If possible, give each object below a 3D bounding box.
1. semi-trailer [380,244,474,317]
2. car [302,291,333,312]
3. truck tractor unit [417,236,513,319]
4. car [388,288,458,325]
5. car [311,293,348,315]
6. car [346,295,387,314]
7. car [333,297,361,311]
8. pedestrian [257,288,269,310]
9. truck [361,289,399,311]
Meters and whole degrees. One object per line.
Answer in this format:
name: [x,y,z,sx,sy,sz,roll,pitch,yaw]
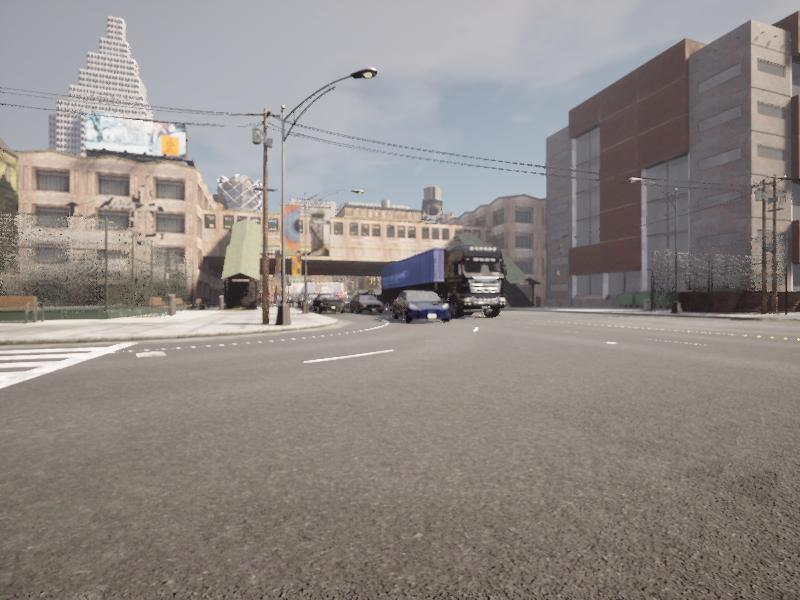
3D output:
semi-trailer: [1.346,-1.203,31.345,2.717,4.402,14.254,0,0,-16]
car: [-7.588,0.138,36.436,2.185,1.767,4.553,0,0,-18]
truck tractor unit: [3.524,-1.113,23.736,3.053,4.208,6.516,0,0,-16]
car: [0.886,0.261,18.768,2.163,1.488,4.792,0,0,-11]
car: [-5.462,0.255,30.371,2.097,1.535,5.008,0,0,-18]
car: [-2.709,0.320,31.278,2.033,1.411,5.357,0,0,-18]
car: [-5.303,0.379,39.236,1.895,1.301,4.718,0,0,-18]
pedestrian: [-11.554,-0.067,33.767,0.751,1.860,0.751,0,0,4]
truck: [-2.149,-0.029,40.941,2.390,2.098,6.274,0,0,-18]
